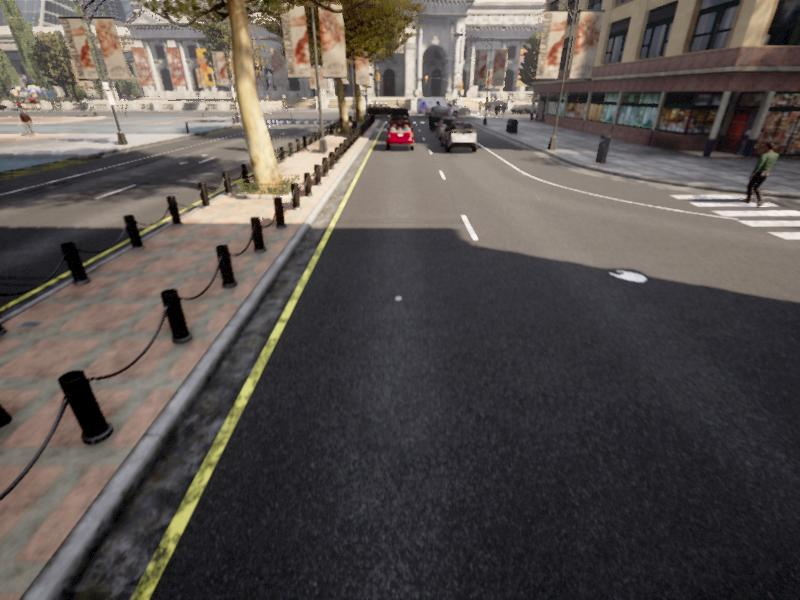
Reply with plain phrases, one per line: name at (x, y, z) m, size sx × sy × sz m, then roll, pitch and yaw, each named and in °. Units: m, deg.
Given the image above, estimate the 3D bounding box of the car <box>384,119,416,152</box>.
car at (0.011, -10.141, 24.485) m, size 1.789 × 1.549 × 3.705 m, roll 0°, pitch 27°, yaw 0°

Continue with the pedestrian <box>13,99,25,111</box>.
pedestrian at (-66.118, -33.908, 69.485) m, size 0.751 × 1.860 × 0.751 m, roll -5°, pitch 28°, yaw -10°

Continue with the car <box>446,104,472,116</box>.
car at (8.778, -28.412, 59.811) m, size 3.633 × 1.501 × 1.845 m, roll 0°, pitch 27°, yaw 0°

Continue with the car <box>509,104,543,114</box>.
car at (20.668, -31.550, 66.013) m, size 4.792 × 1.488 × 2.163 m, roll 0°, pitch 27°, yaw 0°

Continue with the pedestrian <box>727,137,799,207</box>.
pedestrian at (10.678, -3.778, 11.836) m, size 0.751 × 1.860 × 0.751 m, roll 2°, pitch 27°, yaw 3°

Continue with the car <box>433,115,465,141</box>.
car at (3.532, -12.744, 29.553) m, size 1.845 × 1.501 × 3.633 m, roll 0°, pitch 27°, yaw 0°

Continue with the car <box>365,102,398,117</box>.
car at (-2.564, -26.980, 56.666) m, size 4.605 × 1.855 × 1.932 m, roll 0°, pitch 27°, yaw 0°

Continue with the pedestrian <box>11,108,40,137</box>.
pedestrian at (-26.662, -12.649, 28.526) m, size 0.751 × 1.860 × 0.751 m, roll -7°, pitch 28°, yaw -14°

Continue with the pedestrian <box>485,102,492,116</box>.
pedestrian at (13.232, -28.517, 59.656) m, size 0.751 × 1.860 × 0.751 m, roll 0°, pitch 27°, yaw 0°

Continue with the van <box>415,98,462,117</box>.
van at (5.315, -27.196, 56.515) m, size 6.366 × 2.431 × 2.351 m, roll 0°, pitch 27°, yaw 0°

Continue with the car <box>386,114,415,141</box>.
car at (0.011, -12.939, 29.922) m, size 2.007 × 1.525 × 4.514 m, roll 0°, pitch 27°, yaw 0°

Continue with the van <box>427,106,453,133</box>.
van at (3.467, -16.010, 35.369) m, size 1.775 × 1.987 × 4.442 m, roll 0°, pitch 27°, yaw 0°

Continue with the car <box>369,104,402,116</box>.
car at (-2.098, -28.408, 59.866) m, size 4.792 × 1.488 × 2.163 m, roll 0°, pitch 27°, yaw 0°

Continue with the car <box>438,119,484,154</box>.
car at (3.510, -9.857, 23.977) m, size 2.007 × 1.525 × 4.514 m, roll 0°, pitch 27°, yaw 0°

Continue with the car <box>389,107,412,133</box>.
car at (0.014, -16.027, 35.492) m, size 1.905 × 1.878 × 3.866 m, roll 0°, pitch 27°, yaw 0°

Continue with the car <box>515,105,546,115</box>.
car at (20.498, -29.907, 62.923) m, size 4.181 × 1.385 × 1.994 m, roll 0°, pitch 27°, yaw 0°

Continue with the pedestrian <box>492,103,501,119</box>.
pedestrian at (12.742, -25.022, 52.901) m, size 0.751 × 1.860 × 0.751 m, roll -3°, pitch 28°, yaw -6°

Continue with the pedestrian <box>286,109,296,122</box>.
pedestrian at (-12.644, -21.405, 46.435) m, size 0.751 × 1.300 × 0.751 m, roll 3°, pitch 28°, yaw 6°

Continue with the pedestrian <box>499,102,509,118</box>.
pedestrian at (13.520, -24.698, 51.945) m, size 0.751 × 1.860 × 0.751 m, roll -14°, pitch 30°, yaw -25°
